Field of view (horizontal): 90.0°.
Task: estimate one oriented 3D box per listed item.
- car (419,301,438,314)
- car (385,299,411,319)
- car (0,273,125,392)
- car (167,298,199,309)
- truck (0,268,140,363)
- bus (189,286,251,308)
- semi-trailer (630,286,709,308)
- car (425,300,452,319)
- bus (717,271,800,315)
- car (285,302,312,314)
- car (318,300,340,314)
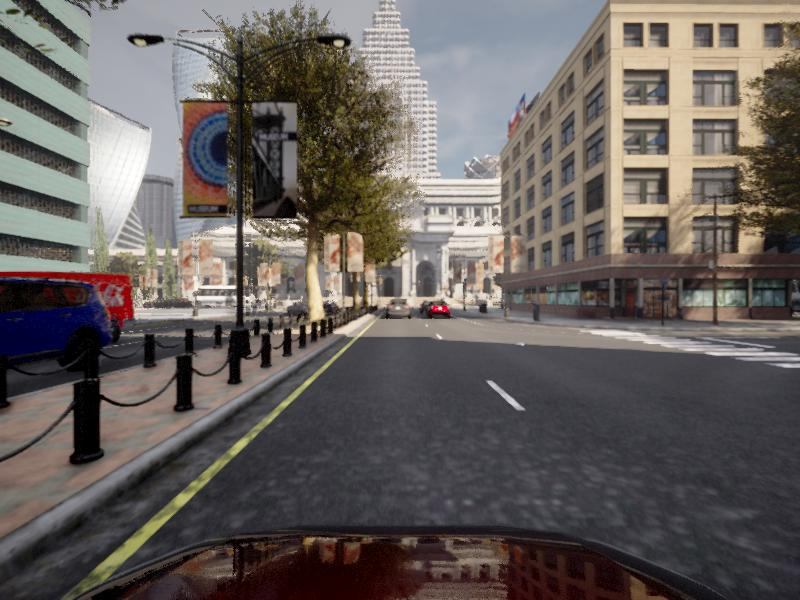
[{"bbox_3d":[3.234,0.837,46.283,1.812,1.442,4.674,0,0,0],"label":"car"},{"bbox_3d":[-0.168,0.731,36.237,2.242,1.667,4.611,0,0,0],"label":"car"},{"bbox_3d":[-7.984,0.561,7.304,2.150,2.045,5.566,0,0,-1],"label":"car"},{"bbox_3d":[-38.038,0.603,70.121,4.605,1.855,1.932,0,0,0],"label":"car"},{"bbox_3d":[-11.475,0.320,12.970,2.627,2.467,5.204,0,2,0],"label":"truck"},{"bbox_3d":[-34.530,-0.592,77.015,10.273,4.253,3.944,0,0,0],"label":"bus"},{"bbox_3d":[54.659,-0.677,81.468,14.254,4.402,2.717,0,0,0],"label":"semi-trailer"},{"bbox_3d":[3.337,0.802,35.484,2.007,1.525,4.514,0,0,0],"label":"car"},{"bbox_3d":[41.379,-0.554,44.544,3.944,4.253,10.273,0,-2,0],"label":"bus"},{"bbox_3d":[-11.720,0.911,46.391,1.895,1.301,4.718,0,0,0],"label":"car"},{"bbox_3d":[-8.224,0.794,46.660,1.845,1.501,3.633,0,0,0],"label":"car"}]
